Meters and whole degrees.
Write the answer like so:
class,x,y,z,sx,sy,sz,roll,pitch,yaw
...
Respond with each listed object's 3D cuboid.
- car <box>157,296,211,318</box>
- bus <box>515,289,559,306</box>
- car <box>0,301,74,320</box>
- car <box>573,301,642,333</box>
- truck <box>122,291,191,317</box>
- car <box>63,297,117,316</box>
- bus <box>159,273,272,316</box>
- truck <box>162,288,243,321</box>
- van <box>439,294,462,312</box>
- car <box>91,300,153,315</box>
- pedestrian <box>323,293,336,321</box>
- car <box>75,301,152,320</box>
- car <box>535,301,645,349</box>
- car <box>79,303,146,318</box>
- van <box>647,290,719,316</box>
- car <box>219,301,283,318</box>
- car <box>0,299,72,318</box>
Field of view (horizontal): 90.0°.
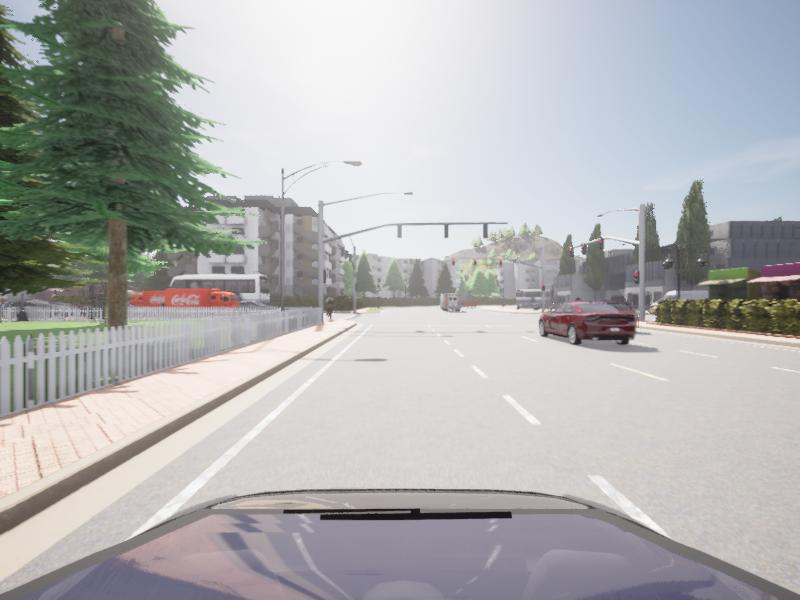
class,x,y,z,sx,sy,sz,roll,pitch,yaw
car,-19.202,0.631,35.663,3.866,1.878,1.905,0,0,1
bus,35.203,-0.583,102.953,10.273,4.253,3.944,0,0,-17
car,-29.589,0.830,32.427,4.892,1.490,1.837,0,0,2
car,10.601,0.818,20.722,1.845,1.501,3.633,0,0,3
truck,-23.760,0.340,39.280,5.204,2.467,2.627,0,0,2
car,-30.528,0.629,39.453,3.866,1.878,1.905,0,0,2
bus,-19.351,-0.553,42.551,10.273,4.253,3.944,0,0,1
truck,-15.676,0.343,32.076,5.204,2.467,2.627,0,0,2
van,7.032,0.353,56.630,2.351,2.431,6.366,0,0,-1
car,-29.771,0.783,42.935,5.366,1.575,1.801,0,0,1
pedestrian,-4.884,0.473,27.774,0.751,1.860,0.751,0,0,-19
car,-23.031,0.831,32.261,4.892,1.490,1.837,0,0,1
car,7.000,0.816,15.495,1.882,1.535,5.008,0,0,0
car,-25.677,0.928,35.830,4.718,1.301,1.895,0,0,1
van,29.232,0.304,41.447,5.915,2.561,1.988,0,0,1
car,-13.129,0.821,35.513,4.902,1.511,2.128,0,0,2
car,-32.887,0.765,36.013,5.027,1.651,2.152,0,0,1
